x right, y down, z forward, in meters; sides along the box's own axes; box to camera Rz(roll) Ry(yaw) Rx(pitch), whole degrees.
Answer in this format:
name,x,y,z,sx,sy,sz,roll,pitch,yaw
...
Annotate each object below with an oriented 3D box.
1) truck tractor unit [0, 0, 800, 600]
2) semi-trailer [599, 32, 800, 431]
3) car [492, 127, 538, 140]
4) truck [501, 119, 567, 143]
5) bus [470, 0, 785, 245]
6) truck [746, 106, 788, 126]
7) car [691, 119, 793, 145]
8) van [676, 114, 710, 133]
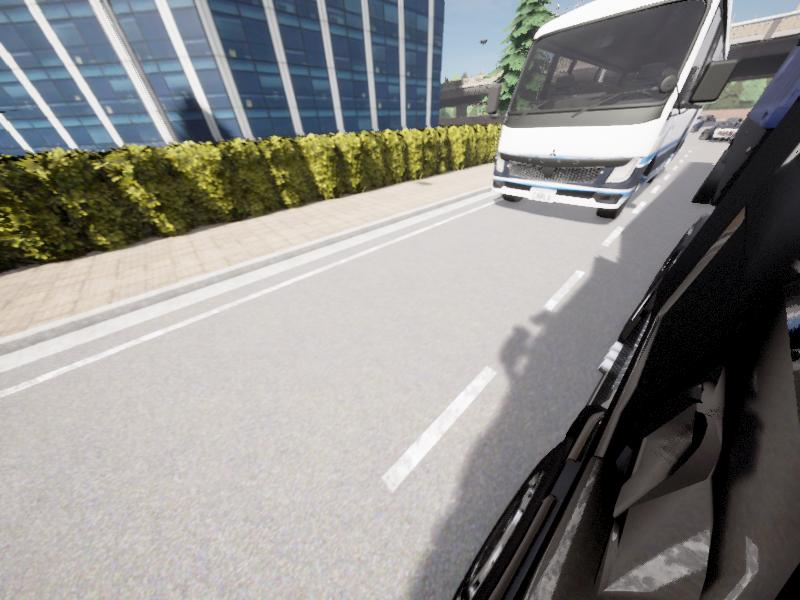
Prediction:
name,x,y,z,sx,sy,sz,roll,pitch,yaw
truck tractor unit,2.645,-0.295,0.352,6.516,4.208,3.053,-28,44,-30
semi-trailer,8.640,-3.649,4.278,14.254,4.402,2.717,-29,44,-30
car,16.117,-23.532,32.691,2.033,1.411,5.357,-30,45,-31
truck,16.116,-20.680,28.308,2.390,2.098,6.274,-30,45,-31
bus,7.249,-5.901,7.499,10.273,4.253,3.944,-30,45,-31
truck,61.638,-31.011,38.978,5.204,2.467,2.627,-30,45,-31
car,28.466,-14.326,19.605,2.038,1.542,4.974,4,38,10
van,40.305,-24.263,31.744,4.442,1.987,1.775,-28,44,-30
